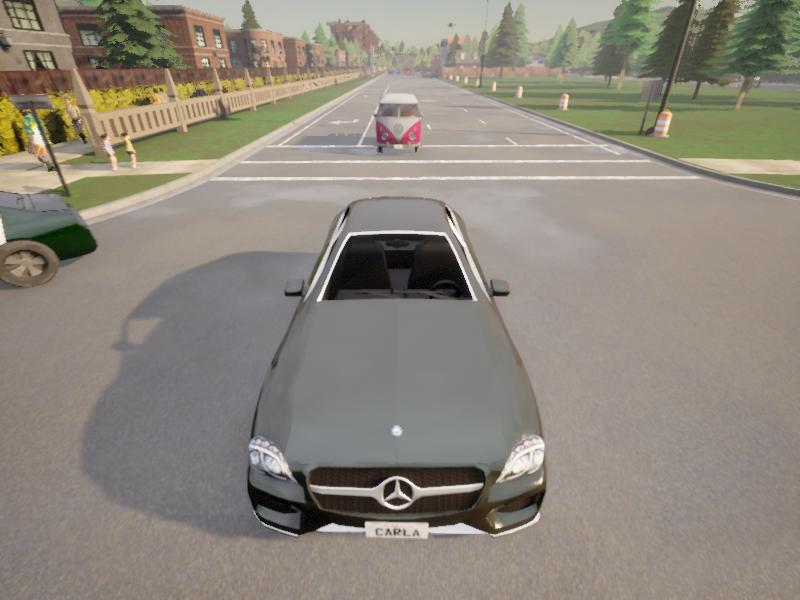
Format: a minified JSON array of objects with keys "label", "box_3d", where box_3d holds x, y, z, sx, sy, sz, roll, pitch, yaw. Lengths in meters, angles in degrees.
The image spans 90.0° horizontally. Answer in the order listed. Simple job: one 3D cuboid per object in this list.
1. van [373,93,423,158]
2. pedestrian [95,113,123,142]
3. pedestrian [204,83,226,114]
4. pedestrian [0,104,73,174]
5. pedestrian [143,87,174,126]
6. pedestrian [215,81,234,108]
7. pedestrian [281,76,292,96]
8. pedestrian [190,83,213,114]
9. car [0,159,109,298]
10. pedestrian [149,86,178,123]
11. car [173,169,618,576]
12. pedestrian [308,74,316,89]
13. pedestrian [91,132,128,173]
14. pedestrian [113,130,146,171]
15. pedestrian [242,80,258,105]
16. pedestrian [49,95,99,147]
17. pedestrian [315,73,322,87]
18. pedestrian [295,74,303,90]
[{"label":"van","box_3d":[-0.063,-7.380,16.636,1.775,1.987,4.442,0,30,0]},{"label":"pedestrian","box_3d":[-12.547,-7.439,17.270,0.500,1.100,0.500,1,30,2]},{"label":"pedestrian","box_3d":[-12.509,-13.627,27.092,0.751,1.860,0.751,0,30,0]},{"label":"pedestrian","box_3d":[-10.939,-4.862,12.114,0.751,1.860,0.751,1,30,2]},{"label":"pedestrian","box_3d":[-13.239,-10.623,21.959,0.751,1.860,0.751,0,30,0]},{"label":"pedestrian","box_3d":[-13.667,-16.004,31.154,0.751,1.860,0.751,0,30,0]},{"label":"pedestrian","box_3d":[-12.503,-23.512,43.982,0.751,1.860,0.751,0,30,0]},{"label":"pedestrian","box_3d":[-13.409,-13.634,27.104,0.751,1.860,0.751,3,31,6]},{"label":"car","box_3d":[-7.522,-0.705,5.685,4.974,1.542,2.038,-25,39,-36]},{"label":"pedestrian","box_3d":[-13.517,-11.167,22.888,0.751,1.860,0.751,-4,31,-6]},{"label":"car","box_3d":[-0.026,-0.077,4.519,2.152,1.651,5.027,0,30,0]},{"label":"pedestrian","box_3d":[-12.671,-31.507,57.643,0.751,1.860,0.751,-1,30,-1]},{"label":"pedestrian","box_3d":[-8.916,-4.543,12.321,0.500,1.100,0.500,-9,31,-14]},{"label":"pedestrian","box_3d":[-8.549,-4.742,12.661,0.500,1.100,0.500,-22,37,-33]},{"label":"pedestrian","box_3d":[-12.530,-17.408,33.552,0.751,1.860,0.751,0,30,1]},{"label":"pedestrian","box_3d":[-13.133,-7.251,16.197,0.751,1.860,0.751,-2,30,-4]},{"label":"pedestrian","box_3d":[-12.613,-34.096,62.069,0.751,1.860,0.751,0,30,1]},{"label":"pedestrian","box_3d":[-13.614,-29.416,54.072,0.751,1.860,0.751,0,30,0]}]
